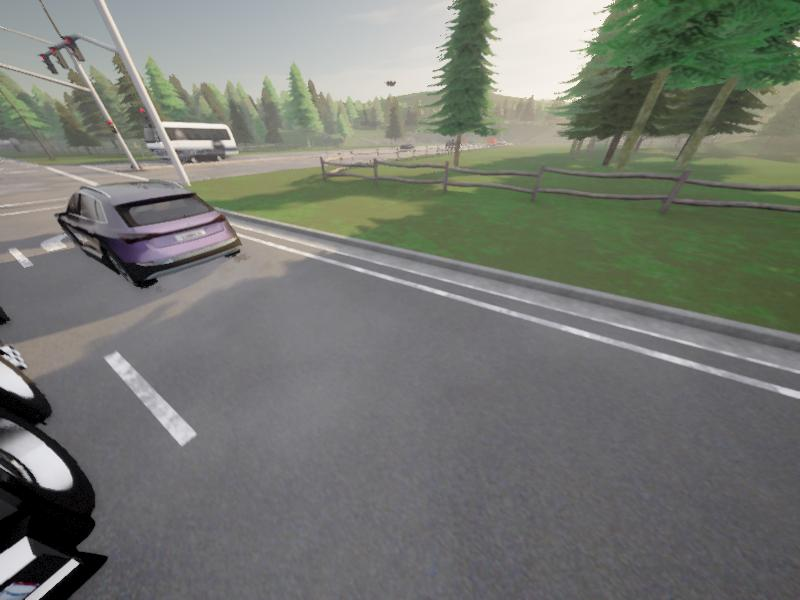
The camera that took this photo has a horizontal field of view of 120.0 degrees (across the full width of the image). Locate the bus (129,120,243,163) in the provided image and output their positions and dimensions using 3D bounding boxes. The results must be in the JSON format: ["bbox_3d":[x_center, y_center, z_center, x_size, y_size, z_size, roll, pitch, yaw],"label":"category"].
[{"bbox_3d":[-29.045,-22.196,32.438,3.944,4.253,10.273,18,39,24],"label":"bus"}]

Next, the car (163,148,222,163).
[{"bbox_3d":[-27.104,-19.055,30.408,2.033,1.411,5.357,18,39,24],"label":"car"}]

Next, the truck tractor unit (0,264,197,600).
[{"bbox_3d":[-5.115,-0.296,0.785,6.516,4.208,3.053,18,39,24],"label":"truck tractor unit"}]

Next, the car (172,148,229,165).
[{"bbox_3d":[-24.382,-17.791,28.479,1.837,1.490,4.892,18,39,24],"label":"car"}]

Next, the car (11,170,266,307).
[{"bbox_3d":[-5.698,-1.732,5.118,4.856,1.649,2.033,18,39,25],"label":"car"}]

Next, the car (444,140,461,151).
[{"bbox_3d":[13.162,-38.488,57.394,2.150,2.045,5.566,19,39,25],"label":"car"}]
